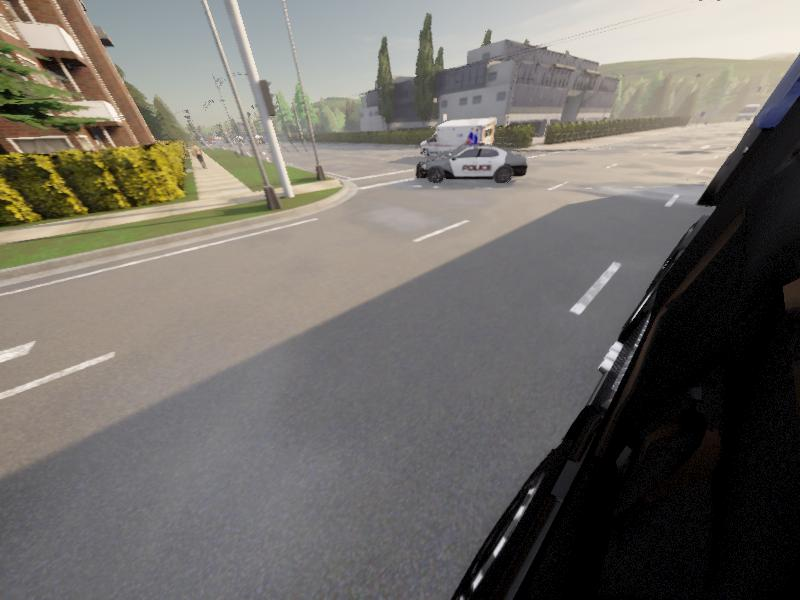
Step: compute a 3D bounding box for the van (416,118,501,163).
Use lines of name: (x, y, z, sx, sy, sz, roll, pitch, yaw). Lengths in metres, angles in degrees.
van: (4.666, -13.416, 19.459, 6.366, 2.431, 2.351, 27, 56, 33)

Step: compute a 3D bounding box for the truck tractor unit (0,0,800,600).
truck tractor unit: (2.645, -0.295, 0.351, 6.516, 4.208, 3.053, -28, 44, -30)

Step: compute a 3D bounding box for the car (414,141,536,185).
car: (3.328, -6.582, 11.059, 4.974, 1.542, 2.038, 6, 37, 12)

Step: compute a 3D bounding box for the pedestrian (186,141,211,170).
pedestrian: (-15.591, -11.213, 17.918, 0.751, 1.860, 0.751, -26, 42, -28)

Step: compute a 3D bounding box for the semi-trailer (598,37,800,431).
semi-trailer: (8.703, -3.585, 4.247, 14.254, 4.402, 2.717, -28, 43, -30)

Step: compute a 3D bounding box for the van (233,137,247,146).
van: (-46.661, -46.282, 67.339, 2.069, 2.038, 4.480, -26, 42, -28)
